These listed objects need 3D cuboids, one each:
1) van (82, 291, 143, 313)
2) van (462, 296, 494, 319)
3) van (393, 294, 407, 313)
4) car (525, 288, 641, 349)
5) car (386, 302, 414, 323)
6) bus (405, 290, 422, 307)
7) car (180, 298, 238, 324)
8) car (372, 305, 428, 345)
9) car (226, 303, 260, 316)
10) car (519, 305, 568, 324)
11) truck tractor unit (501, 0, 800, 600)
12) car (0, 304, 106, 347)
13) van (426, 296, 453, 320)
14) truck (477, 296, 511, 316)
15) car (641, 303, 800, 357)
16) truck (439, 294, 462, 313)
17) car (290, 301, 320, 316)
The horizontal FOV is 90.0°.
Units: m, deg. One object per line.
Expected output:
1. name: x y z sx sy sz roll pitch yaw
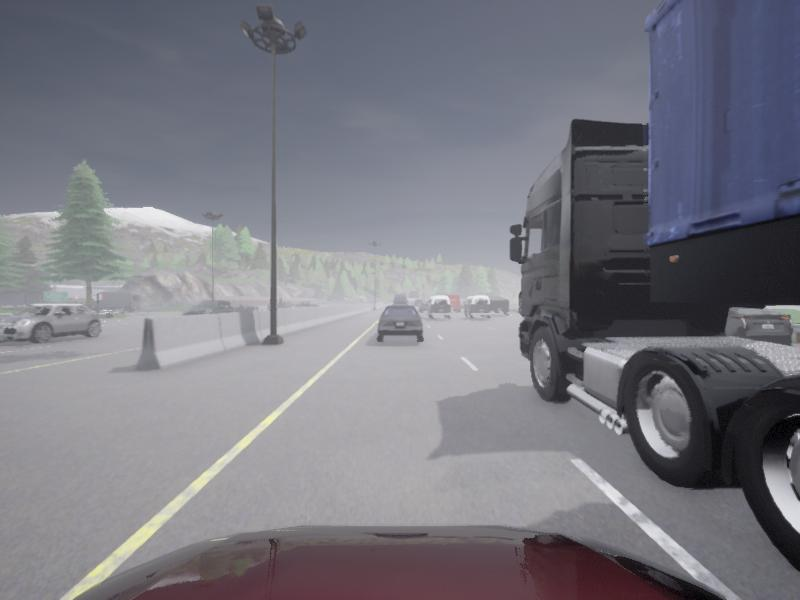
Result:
1. van: -34.796 0.237 48.510 5.915 2.561 1.988 0 0 0
2. van: 7.023 0.655 36.528 2.069 2.038 4.480 0 0 0
3. van: 0.039 0.456 58.258 1.988 2.561 5.915 0 0 0
4. car: 7.009 0.608 16.191 2.150 2.045 5.566 0 0 0
5. car: 0.019 0.899 31.734 2.038 1.542 4.974 0 0 0
6. bus: 3.440 -0.295 105.903 3.944 4.253 10.273 0 0 0
7. car: -13.982 0.761 29.575 2.097 1.767 4.553 0 0 0
8. car: 0.012 0.934 17.135 2.033 1.411 5.357 0 0 0
9. car: -17.476 1.047 44.697 1.895 1.301 4.718 0 0 0
10. car: 10.518 1.012 29.682 1.895 1.301 4.718 0 0 0
11. truck tractor unit: 3.499 -0.508 4.528 3.053 4.208 6.516 0 0 0
12. car: -13.991 0.890 15.799 1.970 1.475 3.806 0 0 0
13. van: 3.520 0.656 36.332 2.069 2.038 4.480 0 0 0
14. truck: 10.527 0.647 45.460 2.390 2.098 6.274 0 0 0
15. car: 10.509 0.860 13.551 2.007 1.525 4.514 0 0 0
16. truck: 7.032 0.485 56.662 2.627 2.467 5.204 0 0 0
17. car: -10.473 0.882 44.443 2.152 1.651 5.027 0 0 0
